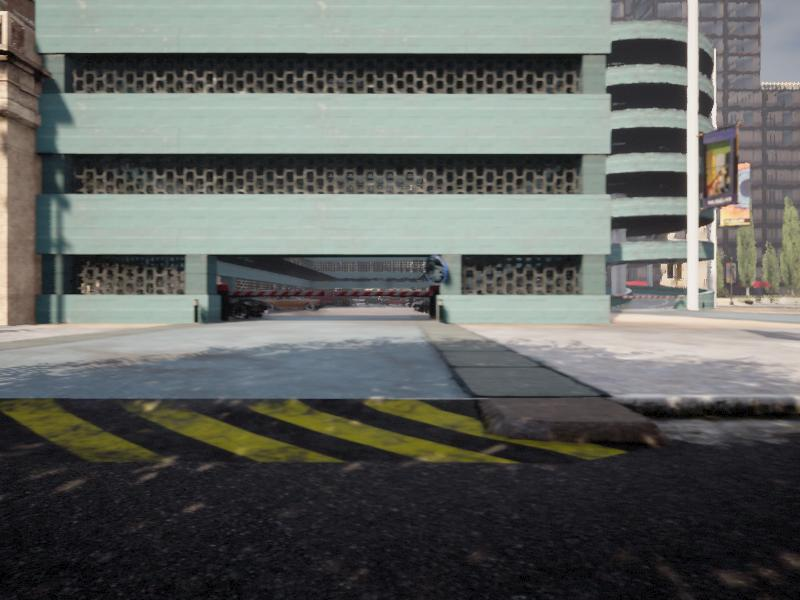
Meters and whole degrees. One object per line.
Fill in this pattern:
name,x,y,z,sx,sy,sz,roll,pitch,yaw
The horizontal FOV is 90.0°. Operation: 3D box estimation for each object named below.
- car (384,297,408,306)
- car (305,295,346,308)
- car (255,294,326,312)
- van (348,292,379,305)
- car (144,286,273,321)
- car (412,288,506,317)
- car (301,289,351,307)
car,-0.644,0.249,69.475,4.193,1.474,1.816,0,0,0
car,-8.907,0.159,48.145,4.514,1.523,2.007,0,0,0
car,-8.025,0.201,29.646,4.718,1.301,1.895,0,0,0
van,-7.292,-0.305,79.968,5.915,2.561,1.988,0,0,0
car,-8.447,0.151,18.046,4.786,1.482,2.161,0,0,0
car,3.147,0.120,22.158,4.902,1.511,2.128,0,0,0
car,-8.849,-0.233,48.145,5.566,2.045,2.435,0,0,0
